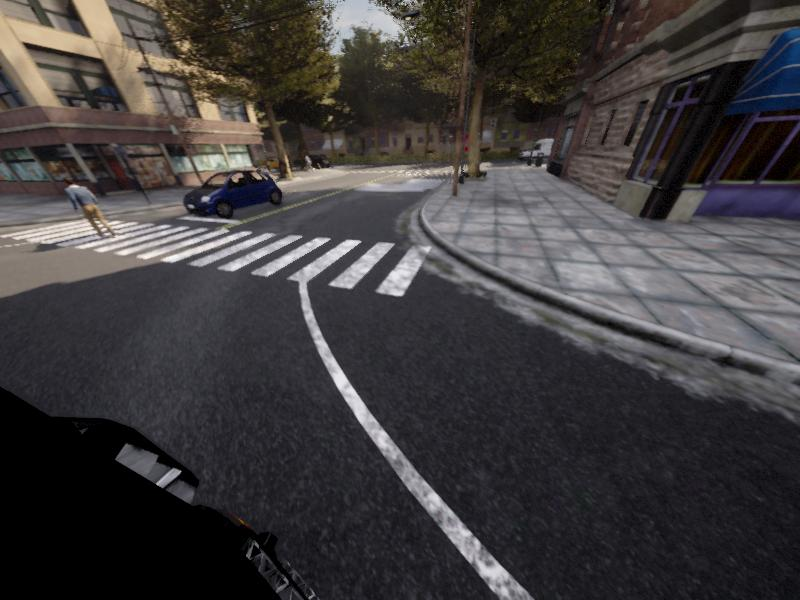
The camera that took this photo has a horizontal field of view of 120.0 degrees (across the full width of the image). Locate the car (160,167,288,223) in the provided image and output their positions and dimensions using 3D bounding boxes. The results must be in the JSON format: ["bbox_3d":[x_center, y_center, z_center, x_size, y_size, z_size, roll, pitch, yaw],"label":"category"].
[{"bbox_3d":[-7.488,-4.905,10.461,1.851,1.617,3.988,11,35,19],"label":"car"}]

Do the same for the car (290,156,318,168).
[{"bbox_3d":[-16.842,-24.211,40.433,3.988,1.617,1.851,9,35,17],"label":"car"}]

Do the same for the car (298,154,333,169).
[{"bbox_3d":[-13.281,-21.748,36.211,4.605,1.855,1.932,9,35,17],"label":"car"}]

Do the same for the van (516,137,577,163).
[{"bbox_3d":[18.431,-19.057,29.481,5.915,2.561,1.988,9,35,17],"label":"van"}]

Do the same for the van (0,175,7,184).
[{"bbox_3d":[-57.887,-16.313,30.172,1.988,2.561,5.915,9,35,17],"label":"van"}]

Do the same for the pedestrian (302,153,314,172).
[{"bbox_3d":[-11.152,-16.640,27.999,0.751,1.860,0.751,3,34,8],"label":"pedestrian"}]

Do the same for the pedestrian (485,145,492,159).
[{"bbox_3d":[15.115,-25.306,39.496,0.751,1.860,0.751,9,35,17],"label":"pedestrian"}]

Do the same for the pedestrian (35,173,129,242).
[{"bbox_3d":[-9.851,-2.884,7.263,0.751,1.860,0.751,8,35,15],"label":"pedestrian"}]

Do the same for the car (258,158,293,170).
[{"bbox_3d":[-20.752,-22.784,38.578,5.008,1.535,1.882,9,35,17],"label":"car"}]
